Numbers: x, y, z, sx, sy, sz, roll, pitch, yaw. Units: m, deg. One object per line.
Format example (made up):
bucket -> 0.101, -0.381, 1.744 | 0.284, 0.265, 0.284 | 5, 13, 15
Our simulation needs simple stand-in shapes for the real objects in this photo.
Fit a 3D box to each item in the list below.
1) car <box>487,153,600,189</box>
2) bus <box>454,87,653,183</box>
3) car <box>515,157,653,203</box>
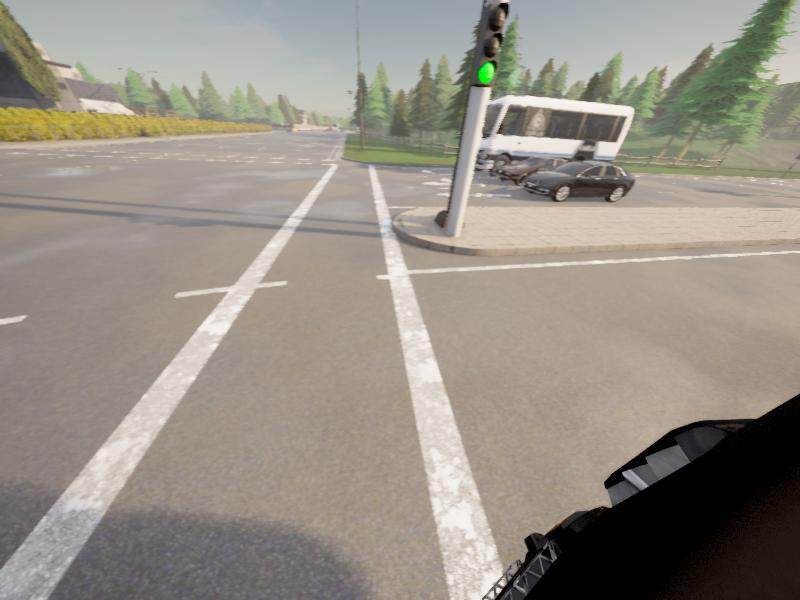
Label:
car -> 8.214, -7.538, 13.497 | 5.357, 1.411, 2.033 | -4, 37, -11
bus -> 9.663, -10.821, 15.707 | 10.273, 4.253, 3.944 | -4, 37, -11
car -> 8.230, -5.479, 10.584 | 4.892, 1.490, 1.837 | -4, 37, -11
